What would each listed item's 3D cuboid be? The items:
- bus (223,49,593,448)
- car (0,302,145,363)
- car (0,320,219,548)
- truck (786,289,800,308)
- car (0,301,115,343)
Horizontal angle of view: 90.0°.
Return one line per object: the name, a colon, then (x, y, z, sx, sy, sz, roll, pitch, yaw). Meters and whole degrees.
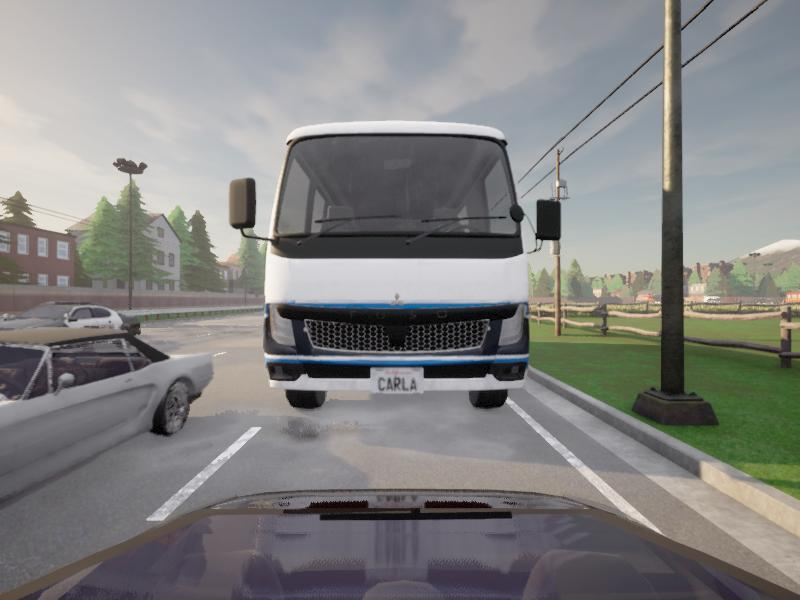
bus: (0.062, -0.532, 9.405, 3.944, 4.253, 10.273, 0, 0, 0)
car: (-10.575, 0.829, 12.511, 2.038, 1.542, 4.974, 0, 0, 0)
car: (-3.524, 0.944, 3.360, 1.895, 1.301, 4.718, 0, 0, 0)
truck: (85.484, -0.324, 82.918, 2.891, 3.827, 8.468, 0, 0, -1)
car: (-14.099, 0.811, 16.708, 1.789, 1.549, 3.705, 0, 0, 0)
